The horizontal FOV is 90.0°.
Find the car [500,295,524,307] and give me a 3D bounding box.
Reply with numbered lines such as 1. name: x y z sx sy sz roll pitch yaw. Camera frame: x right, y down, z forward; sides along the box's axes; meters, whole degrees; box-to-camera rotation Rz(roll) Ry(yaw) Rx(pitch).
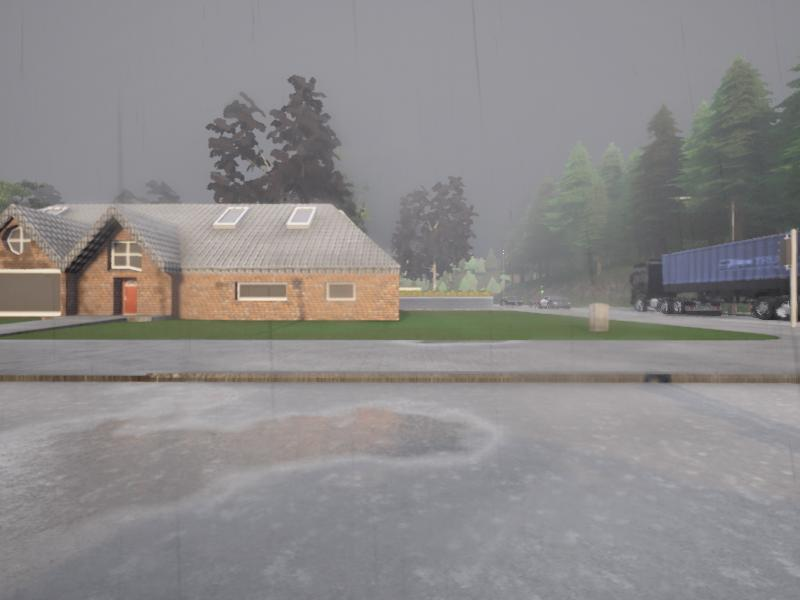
1. car: 15.997 0.190 57.353 2.152 1.651 5.027 0 0 1

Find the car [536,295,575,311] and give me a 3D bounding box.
1. car: 15.809 0.232 41.024 2.038 1.542 4.974 0 0 0

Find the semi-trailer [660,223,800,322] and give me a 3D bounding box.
1. semi-trailer: 19.276 -1.206 21.068 2.717 4.402 14.254 0 0 4

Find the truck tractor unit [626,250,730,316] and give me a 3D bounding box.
1. truck tractor unit: 19.711 -1.109 28.967 3.053 4.208 6.516 0 0 1
